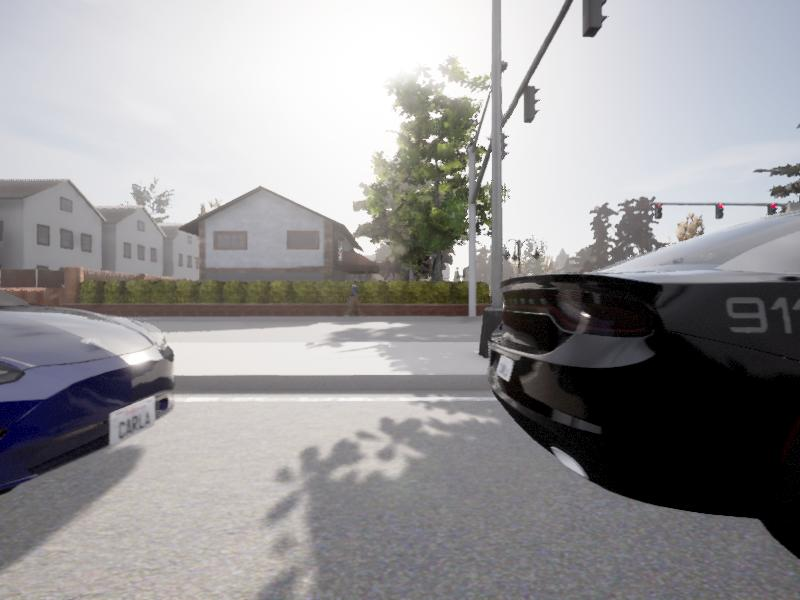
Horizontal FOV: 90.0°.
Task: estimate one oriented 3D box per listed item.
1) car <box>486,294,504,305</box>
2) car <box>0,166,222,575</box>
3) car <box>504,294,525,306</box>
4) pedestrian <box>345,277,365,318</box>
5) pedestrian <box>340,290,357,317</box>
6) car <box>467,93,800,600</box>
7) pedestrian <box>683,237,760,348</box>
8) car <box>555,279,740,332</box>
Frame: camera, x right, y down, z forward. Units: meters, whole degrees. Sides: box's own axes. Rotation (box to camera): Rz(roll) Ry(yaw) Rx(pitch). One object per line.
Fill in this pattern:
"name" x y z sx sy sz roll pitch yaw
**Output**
"car" 18.151 -0.063 76.642 2.150 2.045 5.566 0 0 -1
"car" -3.854 0.257 2.195 4.792 1.488 2.163 0 0 0
"car" 18.279 0.029 64.195 1.932 1.855 4.605 0 0 -1
"pedestrian" -2.104 -0.111 18.773 0.751 1.860 0.751 0 0 9
"pedestrian" -2.543 0.170 19.806 0.751 1.300 0.751 0 0 0
"car" 3.167 0.168 2.243 5.238 1.638 1.930 0 0 -1
"pedestrian" 5.686 -0.122 7.111 0.751 1.860 0.751 0 0 -5
"car" 8.236 0.171 13.721 5.027 1.651 2.152 0 0 0
